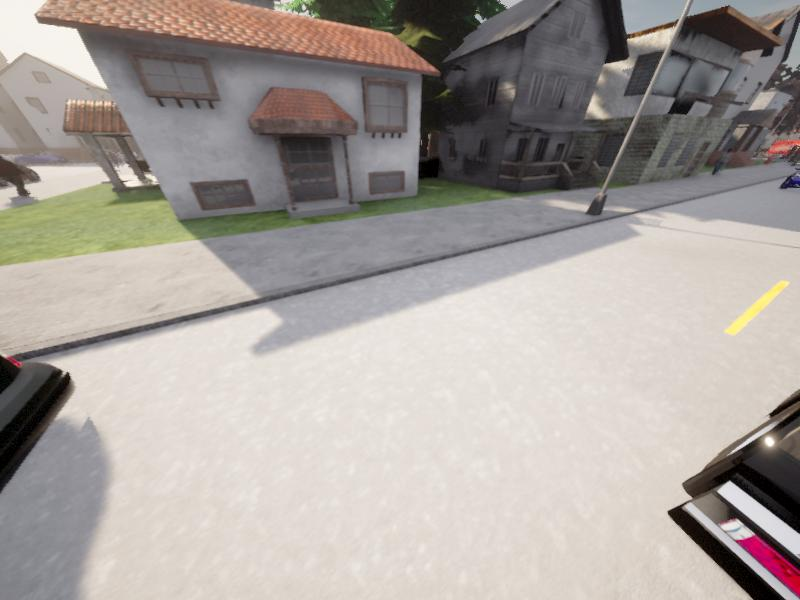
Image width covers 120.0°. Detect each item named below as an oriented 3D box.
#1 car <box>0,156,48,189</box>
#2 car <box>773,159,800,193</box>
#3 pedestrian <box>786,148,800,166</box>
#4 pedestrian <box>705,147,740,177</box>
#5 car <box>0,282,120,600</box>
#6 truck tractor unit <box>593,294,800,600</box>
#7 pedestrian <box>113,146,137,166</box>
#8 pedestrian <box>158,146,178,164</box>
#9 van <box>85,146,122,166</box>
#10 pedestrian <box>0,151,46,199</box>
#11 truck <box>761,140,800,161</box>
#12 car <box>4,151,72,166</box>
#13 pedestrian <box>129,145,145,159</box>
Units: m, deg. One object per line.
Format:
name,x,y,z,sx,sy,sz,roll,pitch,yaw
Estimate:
car,-26.261,-8.258,14.885,2.007,1.525,4.514,-17,38,-22
car,23.910,-7.026,12.985,4.514,1.525,2.007,-16,38,-22
pedestrian,42.996,-15.487,24.811,0.751,1.860,0.751,-19,38,-25
pedestrian,24.369,-10.460,17.488,0.751,1.860,0.751,-27,42,-33
car,-4.537,1.326,0.741,3.988,1.617,1.851,-16,38,-22
truck tractor unit,5.220,-0.173,0.595,6.516,4.208,3.053,-13,36,-18
pedestrian,-30.390,-15.897,25.548,0.751,1.860,0.751,17,38,23
pedestrian,-28.892,-18.129,28.803,0.751,1.860,0.751,5,35,8
van,-37.120,-18.098,28.901,4.442,1.987,1.775,23,41,30
pedestrian,-18.108,-5.811,10.765,0.751,1.860,0.751,-16,38,-22
truck,58.733,-21.961,33.935,2.627,2.467,5.204,-15,37,-21
car,-45.152,-17.818,28.964,4.193,1.474,1.816,-10,36,-15
pedestrian,-41.295,-23.222,36.298,0.751,1.860,0.751,-17,38,-23
